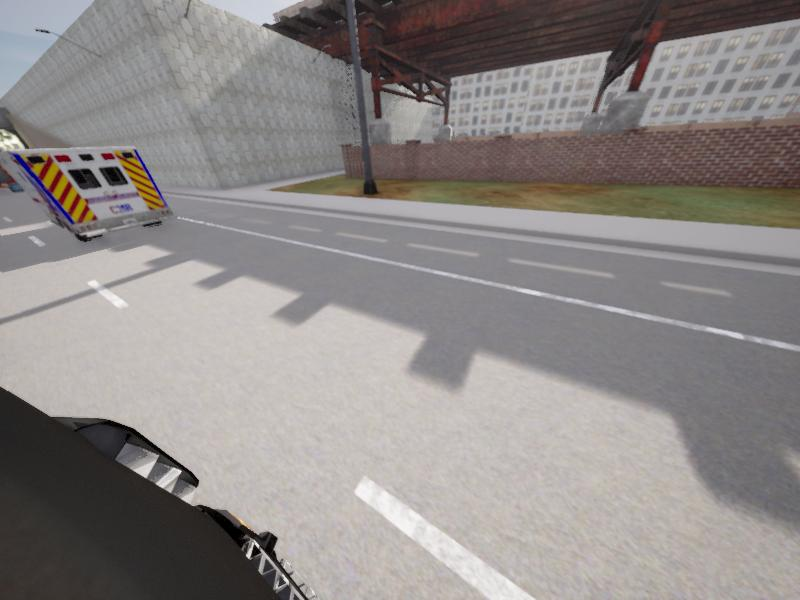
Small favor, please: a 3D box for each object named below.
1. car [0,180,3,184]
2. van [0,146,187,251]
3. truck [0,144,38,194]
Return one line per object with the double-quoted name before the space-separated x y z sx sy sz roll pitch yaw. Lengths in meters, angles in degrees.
"car" -53.668 -15.678 29.762 4.674 1.442 1.812 16 39 26
"van" -10.989 -3.775 8.096 6.366 2.431 2.351 16 39 26
"truck" -38.435 -12.259 21.440 8.468 3.827 2.891 16 39 26
